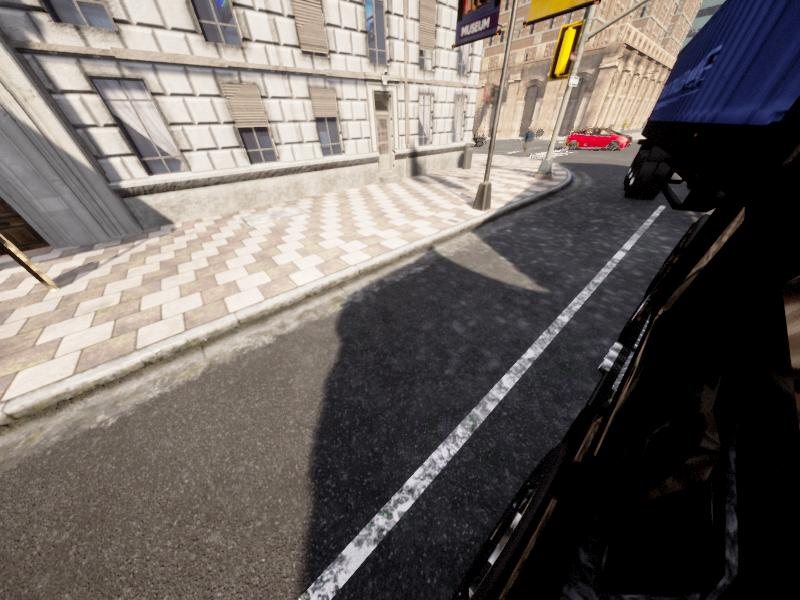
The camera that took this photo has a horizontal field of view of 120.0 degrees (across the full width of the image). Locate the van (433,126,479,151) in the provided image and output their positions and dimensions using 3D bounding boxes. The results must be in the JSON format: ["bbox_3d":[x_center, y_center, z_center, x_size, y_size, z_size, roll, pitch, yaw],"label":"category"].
[{"bbox_3d":[5.826,-17.274,24.695,1.775,1.987,4.442,-29,44,-30],"label":"van"}]

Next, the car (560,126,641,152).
[{"bbox_3d":[16.382,-13.334,19.151,2.007,1.525,4.514,-29,44,-31],"label":"car"}]

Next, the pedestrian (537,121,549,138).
[{"bbox_3d":[19.826,-23.590,32.060,0.751,1.860,0.751,-22,41,-24],"label":"pedestrian"}]

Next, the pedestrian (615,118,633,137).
[{"bbox_3d":[27.918,-21.529,28.799,0.751,1.860,0.751,-29,44,-31],"label":"pedestrian"}]

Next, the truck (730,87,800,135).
[{"bbox_3d":[41.745,-21.449,26.476,8.468,3.827,2.891,-29,44,-30],"label":"truck"}]

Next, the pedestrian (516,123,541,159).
[{"bbox_3d":[8.429,-10.462,15.241,0.751,1.860,0.751,-28,44,-30],"label":"pedestrian"}]

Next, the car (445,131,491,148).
[{"bbox_3d":[7.872,-18.935,27.191,1.837,1.490,4.892,-29,45,-30],"label":"car"}]

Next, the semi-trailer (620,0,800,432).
[{"bbox_3d":[7.689,-4.148,5.011,2.717,4.402,14.254,23,44,30],"label":"semi-trailer"}]

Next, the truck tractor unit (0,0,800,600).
[{"bbox_3d":[2.645,-0.295,0.351,6.516,4.208,3.053,-28,44,-30],"label":"truck tractor unit"}]

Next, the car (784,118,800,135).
[{"bbox_3d":[43.621,-18.666,24.752,4.718,1.301,1.895,-29,44,-30],"label":"car"}]
